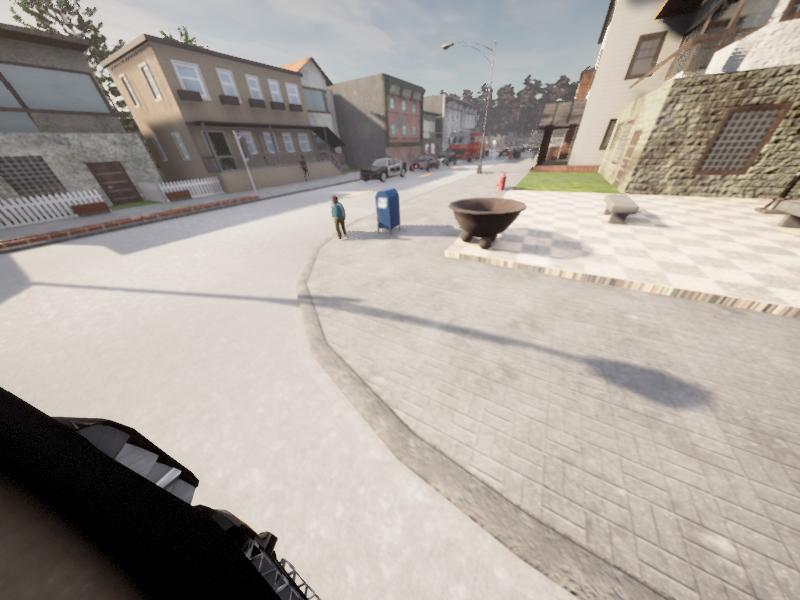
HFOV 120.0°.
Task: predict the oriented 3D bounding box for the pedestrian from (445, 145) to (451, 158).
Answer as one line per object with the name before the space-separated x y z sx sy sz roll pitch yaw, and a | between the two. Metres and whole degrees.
pedestrian | 8.361 -25.816 40.289 0.751 1.860 0.751 14 37 24

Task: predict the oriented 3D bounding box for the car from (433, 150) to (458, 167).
car | 5.557 -17.203 28.038 1.789 1.549 3.705 16 38 26

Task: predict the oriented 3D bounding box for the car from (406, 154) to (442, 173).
car | 2.550 -14.157 23.849 1.994 1.385 4.181 16 38 26

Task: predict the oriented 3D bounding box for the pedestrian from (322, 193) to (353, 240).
pedestrian | -1.646 -2.243 6.219 0.500 1.100 0.500 0 34 4

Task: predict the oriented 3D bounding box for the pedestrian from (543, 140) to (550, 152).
pedestrian | 29.083 -30.601 45.900 0.751 1.860 0.751 16 38 27

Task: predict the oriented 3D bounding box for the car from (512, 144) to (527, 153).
car | 26.249 -33.256 50.773 2.033 1.411 5.357 16 38 26

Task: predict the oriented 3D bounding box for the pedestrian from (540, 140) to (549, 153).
pedestrian | 25.528 -27.051 40.825 0.751 1.860 0.751 20 40 31

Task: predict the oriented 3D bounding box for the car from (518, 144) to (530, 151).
car | 30.791 -37.786 57.202 1.812 1.442 4.674 16 38 26

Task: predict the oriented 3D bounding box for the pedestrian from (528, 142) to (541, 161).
pedestrian | 15.356 -16.958 26.404 0.751 1.860 0.751 16 38 26

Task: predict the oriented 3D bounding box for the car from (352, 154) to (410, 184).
car | -1.306 -10.533 18.439 1.930 1.638 5.238 15 38 25

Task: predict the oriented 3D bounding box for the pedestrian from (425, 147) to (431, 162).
pedestrian | 4.170 -21.841 34.622 0.751 1.860 0.751 11 36 20

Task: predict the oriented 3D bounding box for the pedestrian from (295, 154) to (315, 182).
pedestrian | -7.596 -10.512 18.461 0.751 1.860 0.751 9 35 17

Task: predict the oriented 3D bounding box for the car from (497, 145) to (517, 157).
car | 18.477 -25.594 39.707 2.038 1.542 4.974 16 38 26

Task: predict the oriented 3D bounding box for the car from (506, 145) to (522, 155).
car | 22.394 -29.416 45.307 1.994 1.385 4.181 16 38 26

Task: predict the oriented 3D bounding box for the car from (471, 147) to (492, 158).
car | 14.192 -25.741 40.301 2.163 1.488 4.792 16 38 26

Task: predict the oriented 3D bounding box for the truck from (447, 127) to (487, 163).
truck | 9.774 -22.385 33.465 2.891 3.827 8.468 16 38 26

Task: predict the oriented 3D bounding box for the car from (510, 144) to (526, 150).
car | 34.100 -44.252 66.822 1.895 1.301 4.718 -6 34 -5
